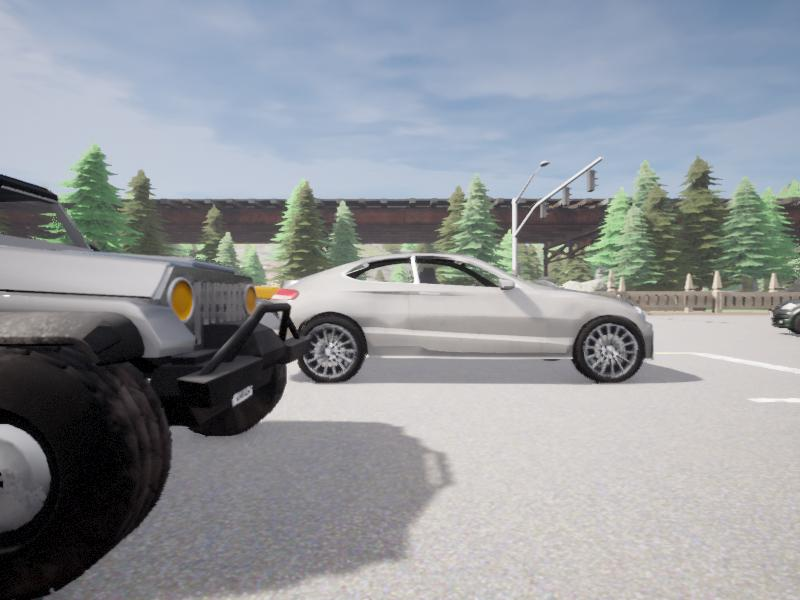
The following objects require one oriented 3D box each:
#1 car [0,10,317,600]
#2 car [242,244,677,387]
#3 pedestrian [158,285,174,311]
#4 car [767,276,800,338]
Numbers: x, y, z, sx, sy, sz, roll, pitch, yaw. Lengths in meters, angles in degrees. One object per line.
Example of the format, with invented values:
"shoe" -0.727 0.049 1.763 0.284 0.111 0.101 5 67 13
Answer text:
"car" -2.586 0.046 2.194 3.866 1.878 1.905 0 0 0
"car" 0.693 0.181 5.699 5.027 1.651 2.152 0 0 0
"pedestrian" -16.927 -0.125 28.976 0.751 1.860 0.751 0 0 1
"car" 12.243 0.193 10.279 3.988 1.617 1.851 0 0 37
